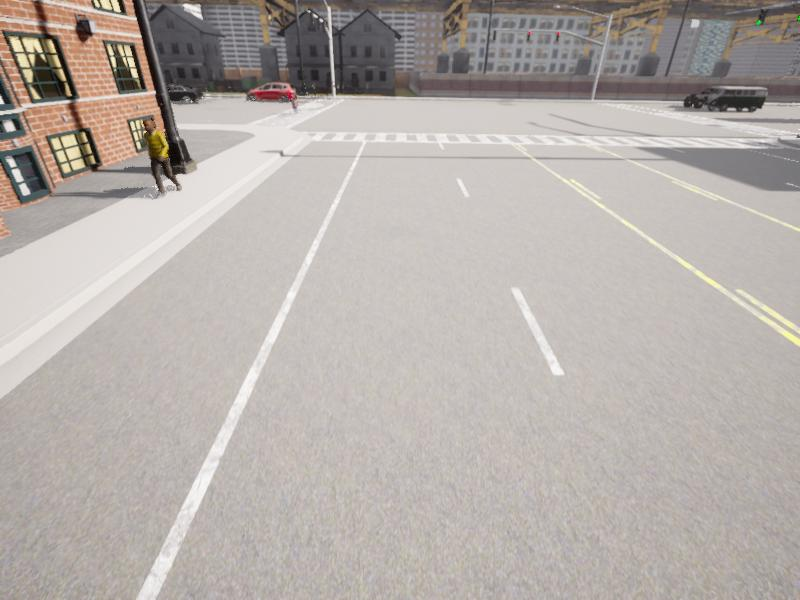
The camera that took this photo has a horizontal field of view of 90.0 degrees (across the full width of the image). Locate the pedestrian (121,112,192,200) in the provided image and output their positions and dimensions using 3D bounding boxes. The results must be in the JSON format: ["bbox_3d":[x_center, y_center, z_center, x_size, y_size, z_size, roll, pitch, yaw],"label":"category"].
[{"bbox_3d":[-5.809,-3.454,9.646,0.751,1.860,0.751,3,30,3],"label":"pedestrian"}]

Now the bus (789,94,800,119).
[{"bbox_3d":[35.766,-15.090,28.721,10.273,4.253,3.944,1,30,0],"label":"bus"}]

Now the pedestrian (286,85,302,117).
[{"bbox_3d":[-7.214,-13.592,27.322,0.751,1.860,0.751,-1,30,-4],"label":"pedestrian"}]

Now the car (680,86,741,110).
[{"bbox_3d":[29.588,-19.372,38.256,3.866,1.878,1.905,1,30,0],"label":"car"}]

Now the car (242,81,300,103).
[{"bbox_3d":[-12.214,-19.807,38.100,4.611,1.667,2.242,1,30,0],"label":"car"}]

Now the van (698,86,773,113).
[{"bbox_3d":[29.397,-17.653,35.204,4.442,1.987,1.775,1,30,0],"label":"van"}]

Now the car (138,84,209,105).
[{"bbox_3d":[-19.798,-18.068,35.083,4.892,1.490,1.837,1,30,0],"label":"car"}]
